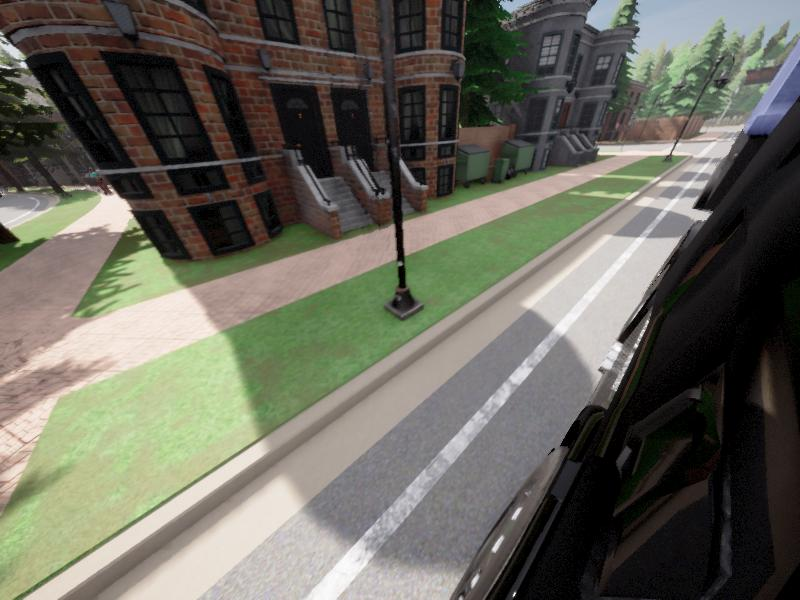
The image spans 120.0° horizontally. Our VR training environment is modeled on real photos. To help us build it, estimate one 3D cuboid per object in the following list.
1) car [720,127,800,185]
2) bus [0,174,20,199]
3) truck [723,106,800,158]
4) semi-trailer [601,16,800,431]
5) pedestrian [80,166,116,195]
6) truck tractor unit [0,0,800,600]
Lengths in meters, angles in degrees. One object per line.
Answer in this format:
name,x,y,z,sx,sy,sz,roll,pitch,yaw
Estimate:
car,16.152,-6.357,10.013,5.238,1.638,1.930,-28,41,-30
bus,-41.904,-11.370,21.048,10.273,4.253,3.944,9,36,19
truck,24.425,-11.082,15.230,5.204,2.467,2.627,-28,41,-30
semi-trailer,8.653,-3.588,4.339,14.254,4.402,2.717,-28,41,-31
pedestrian,-23.217,-9.245,17.823,0.751,1.860,0.751,-26,40,-28
truck tractor unit,2.645,-0.295,0.351,6.516,4.208,3.053,-28,44,-30
